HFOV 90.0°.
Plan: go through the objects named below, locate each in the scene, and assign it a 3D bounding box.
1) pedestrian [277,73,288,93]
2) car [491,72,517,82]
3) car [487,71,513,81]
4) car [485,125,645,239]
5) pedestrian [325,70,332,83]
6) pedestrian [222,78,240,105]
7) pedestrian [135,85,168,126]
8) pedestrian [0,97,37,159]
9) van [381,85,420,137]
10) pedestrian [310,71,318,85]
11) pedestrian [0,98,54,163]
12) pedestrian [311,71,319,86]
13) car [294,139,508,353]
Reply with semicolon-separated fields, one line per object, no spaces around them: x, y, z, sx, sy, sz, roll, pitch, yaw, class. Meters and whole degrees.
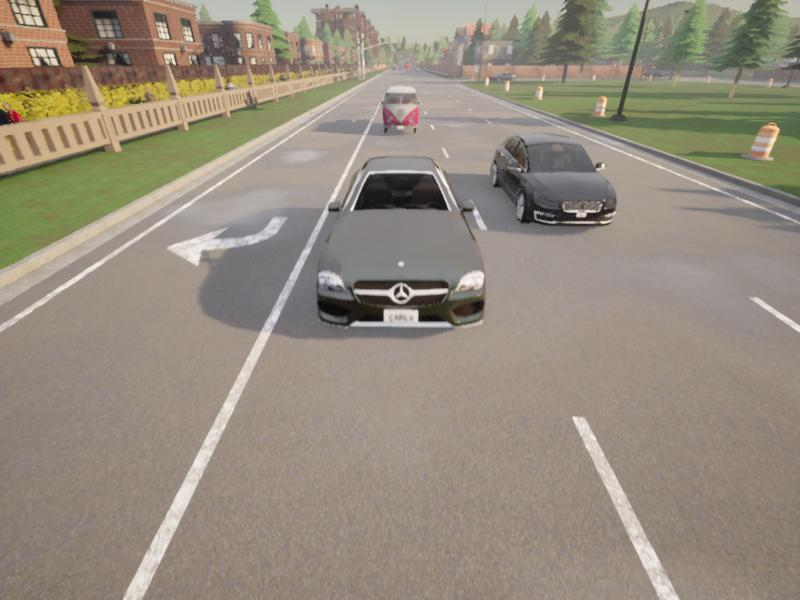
-13.016;-24.080;44.419;0.751;1.860;0.751;0;31;0;pedestrian
20.342;-43.708;78.365;4.514;1.525;2.007;-7;31;-12;car
20.340;-45.594;81.473;4.611;1.667;2.242;-6;31;-11;car
3.517;-3.117;9.707;1.837;1.490;4.892;0;31;0;car
-12.000;-37.509;67.114;0.751;1.860;0.751;0;31;0;pedestrian
-13.144;-16.272;31.215;0.751;1.860;0.751;0;31;-1;pedestrian
-12.953;-10.166;20.895;0.751;1.860;0.751;0;31;-1;pedestrian
-13.402;-5.836;13.578;0.751;1.860;0.751;0;31;-1;pedestrian
0.033;-9.685;20.322;1.775;1.987;4.442;0;31;0;van
-12.904;-33.317;60.029;0.751;1.860;0.751;1;31;2;pedestrian
-12.380;-5.541;13.080;0.751;1.860;0.751;6;31;10;pedestrian
-12.113;-31.536;57.019;0.751;1.860;0.751;0;31;0;pedestrian
0.013;-1.351;6.594;2.152;1.651;5.027;0;31;0;car
